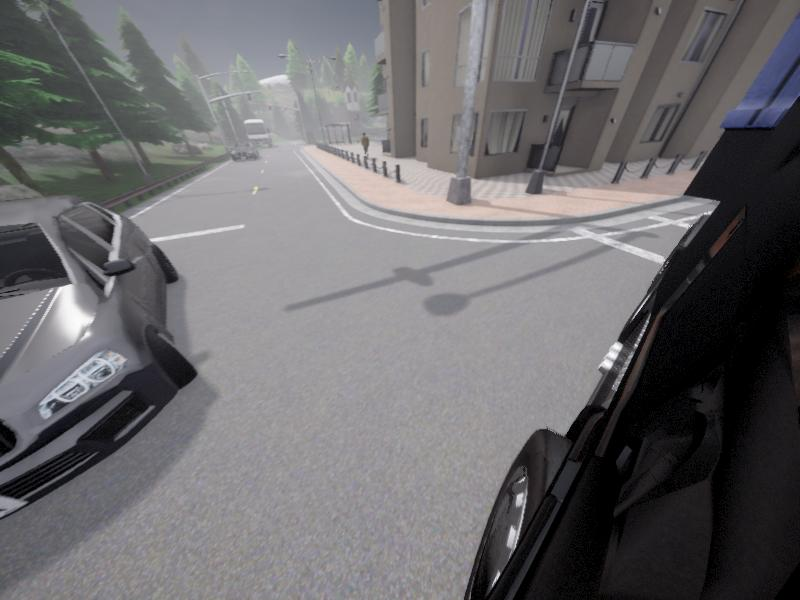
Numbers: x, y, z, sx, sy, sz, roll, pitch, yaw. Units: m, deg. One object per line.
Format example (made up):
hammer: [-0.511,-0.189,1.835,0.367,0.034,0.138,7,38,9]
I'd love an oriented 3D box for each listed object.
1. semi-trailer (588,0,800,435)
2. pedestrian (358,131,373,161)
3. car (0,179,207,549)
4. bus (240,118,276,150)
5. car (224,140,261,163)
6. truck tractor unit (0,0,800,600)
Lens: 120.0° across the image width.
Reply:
semi-trailer: [9.414,-2.992,3.344,14.254,4.402,2.717,-19,40,-20]
pedestrian: [-2.697,-11.972,17.933,0.751,1.860,0.751,-16,39,-17]
car: [-4.207,0.001,2.549,2.242,1.667,4.611,-29,44,-30]
bus: [-26.701,-31.644,44.026,3.944,4.253,10.273,-16,39,-17]
car: [-16.266,-15.581,24.105,2.242,1.667,4.611,-16,39,-16]
truck tractor unit: [2.645,-0.295,0.351,6.516,4.208,3.053,-28,44,-30]
